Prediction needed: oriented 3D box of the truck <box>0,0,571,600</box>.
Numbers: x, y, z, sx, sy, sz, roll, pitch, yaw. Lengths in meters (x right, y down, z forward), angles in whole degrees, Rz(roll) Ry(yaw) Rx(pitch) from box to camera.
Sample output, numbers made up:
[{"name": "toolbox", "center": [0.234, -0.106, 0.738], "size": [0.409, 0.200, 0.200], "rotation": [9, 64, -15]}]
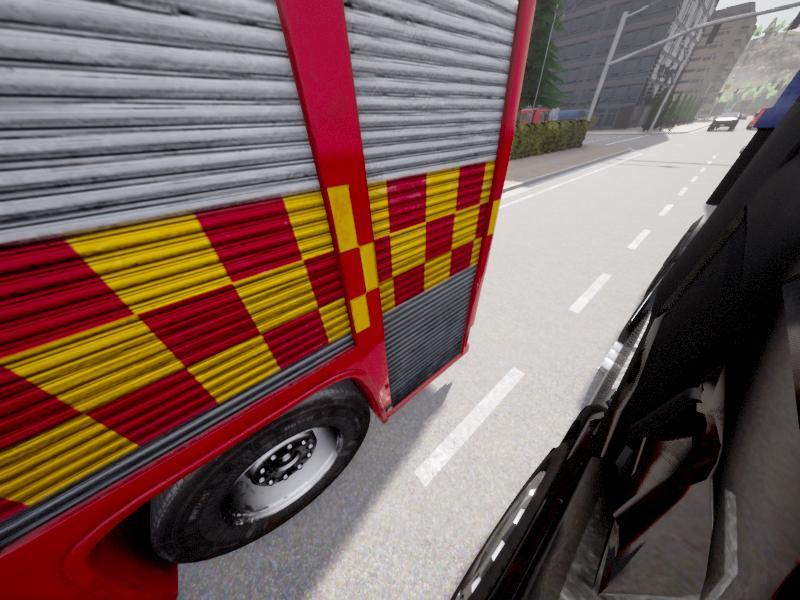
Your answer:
[{"name": "truck", "center": [-3.414, 0.341, 0.212], "size": [8.468, 3.827, 2.891], "rotation": [-28, 44, -30]}]

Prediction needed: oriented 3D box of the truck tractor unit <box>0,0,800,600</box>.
[{"name": "truck tractor unit", "center": [2.645, -0.295, 0.351], "size": [6.516, 4.208, 3.053], "rotation": [-28, 44, -30]}]

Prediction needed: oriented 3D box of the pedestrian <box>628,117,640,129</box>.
[{"name": "pedestrian", "center": [44.371, -33.590, 43.838], "size": [0.751, 1.860, 0.751], "rotation": [-20, 40, -22]}]

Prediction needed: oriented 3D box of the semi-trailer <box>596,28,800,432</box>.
[{"name": "semi-trailer", "center": [8.798, -3.537, 4.125], "size": [14.254, 4.402, 2.717], "rotation": [-27, 43, -29]}]

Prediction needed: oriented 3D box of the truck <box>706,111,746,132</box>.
[{"name": "truck", "center": [46.910, -25.687, 33.241], "size": [6.274, 2.098, 2.390], "rotation": [-28, 43, -29]}]

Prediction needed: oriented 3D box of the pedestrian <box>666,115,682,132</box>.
[{"name": "pedestrian", "center": [38.642, -24.896, 32.610], "size": [0.751, 1.860, 0.751], "rotation": [-32, 46, -33]}]

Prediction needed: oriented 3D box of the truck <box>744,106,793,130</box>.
[{"name": "truck", "center": [51.409, -25.485, 32.377], "size": [5.204, 2.467, 2.627], "rotation": [-28, 44, -30]}]
